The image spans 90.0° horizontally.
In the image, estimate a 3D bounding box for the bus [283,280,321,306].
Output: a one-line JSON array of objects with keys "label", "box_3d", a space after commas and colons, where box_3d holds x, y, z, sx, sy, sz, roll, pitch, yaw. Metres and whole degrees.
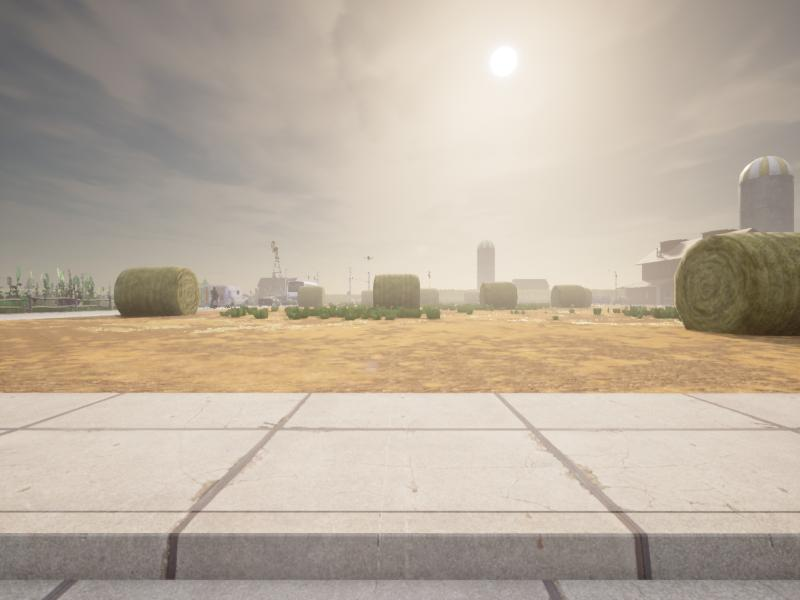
[{"label": "bus", "box_3d": [-17.491, -1.186, 72.674, 3.944, 4.253, 10.273, 0, 0, 3]}]

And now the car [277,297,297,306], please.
[{"label": "car", "box_3d": [-17.830, 0.206, 63.155, 1.816, 1.474, 4.193, 0, 0, 3]}]

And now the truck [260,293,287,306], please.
[{"label": "truck", "box_3d": [-21.140, -0.110, 67.156, 2.390, 2.098, 6.274, 0, 0, 3]}]

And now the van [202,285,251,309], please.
[{"label": "van", "box_3d": [-18.759, -0.271, 43.770, 2.351, 2.431, 6.366, 0, 0, 3]}]

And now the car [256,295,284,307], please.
[{"label": "car", "box_3d": [-18.168, 0.123, 56.124, 1.930, 1.638, 5.238, 0, 0, 3]}]

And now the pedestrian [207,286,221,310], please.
[{"label": "pedestrian", "box_3d": [-14.686, -0.161, 31.640, 0.751, 1.860, 0.751, 0, 0, 1]}]

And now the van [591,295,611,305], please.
[{"label": "van", "box_3d": [39.266, 0.002, 78.275, 1.775, 1.987, 4.442, 0, 0, -1]}]

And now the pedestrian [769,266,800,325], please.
[{"label": "pedestrian", "box_3d": [12.708, -0.133, 13.100, 0.751, 1.860, 0.751, 0, 0, 27]}]
